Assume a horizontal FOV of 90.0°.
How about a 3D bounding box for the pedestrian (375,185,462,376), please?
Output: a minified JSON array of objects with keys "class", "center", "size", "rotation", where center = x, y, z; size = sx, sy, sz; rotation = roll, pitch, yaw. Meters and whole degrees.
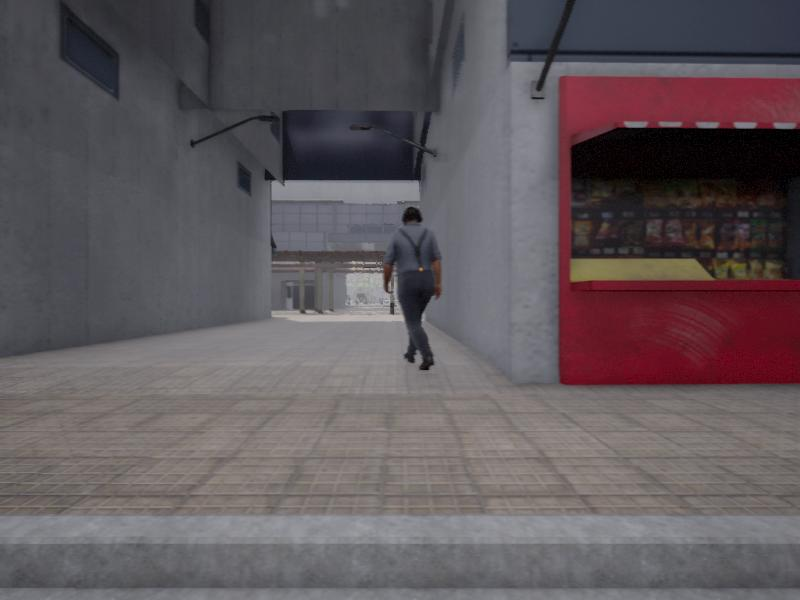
[{"class":"pedestrian","center":[0.173,-0.189,4.374],"size":[0.751,1.860,0.751],"rotation":[0,0,-16]}]
